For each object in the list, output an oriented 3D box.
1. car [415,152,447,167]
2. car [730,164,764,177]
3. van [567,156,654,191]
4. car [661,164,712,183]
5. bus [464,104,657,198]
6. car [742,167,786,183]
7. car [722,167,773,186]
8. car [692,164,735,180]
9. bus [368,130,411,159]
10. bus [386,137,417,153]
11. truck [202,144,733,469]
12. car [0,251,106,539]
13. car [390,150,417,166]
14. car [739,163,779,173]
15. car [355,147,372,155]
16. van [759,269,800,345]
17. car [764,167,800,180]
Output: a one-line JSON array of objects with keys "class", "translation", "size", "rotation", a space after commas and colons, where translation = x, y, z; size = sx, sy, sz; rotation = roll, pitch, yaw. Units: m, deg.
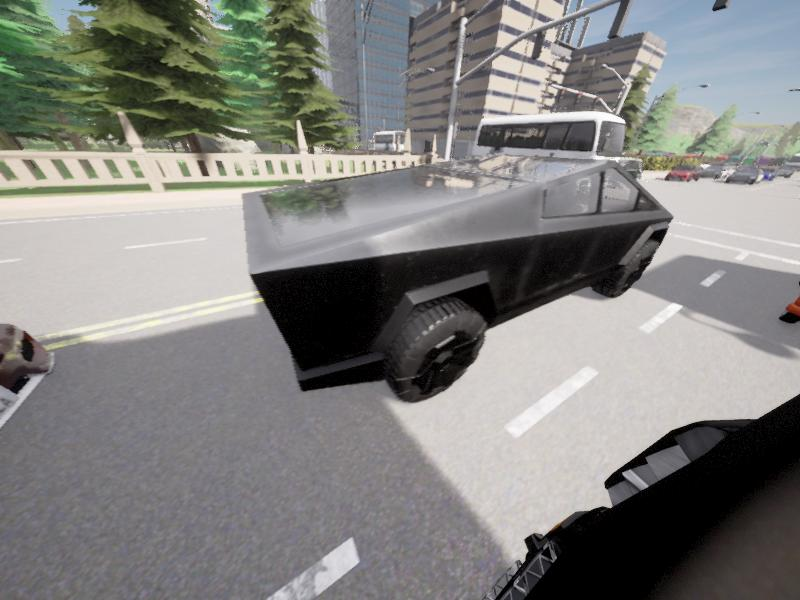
[{"class": "car", "translation": [4.159, -19.430, 31.861], "size": [1.812, 1.442, 4.674], "rotation": [-16, 38, -26]}, {"class": "car", "translation": [57.456, -21.531, 38.270], "size": [4.856, 1.649, 2.033], "rotation": [-16, 38, -26]}, {"class": "van", "translation": [16.096, -9.955, 17.994], "size": [4.442, 1.987, 1.775], "rotation": [25, 40, 30]}, {"class": "car", "translation": [31.429, -13.937, 25.350], "size": [4.514, 1.525, 2.007], "rotation": [-15, 38, -24]}, {"class": "bus", "translation": [10.121, -10.892, 16.962], "size": [3.944, 4.253, 10.273], "rotation": [-16, 38, -25]}, {"class": "car", "translation": [46.167, -15.943, 29.300], "size": [4.514, 1.525, 2.007], "rotation": [-16, 38, -26]}, {"class": "car", "translation": [37.684, -13.473, 25.058], "size": [4.974, 1.542, 2.038], "rotation": [-16, 38, -26]}, {"class": "car", "translation": [40.615, -16.572, 29.886], "size": [4.974, 1.542, 2.038], "rotation": [-16, 38, -26]}, {"class": "bus", "translation": [-2.304, -30.844, 45.962], "size": [3.944, 4.253, 10.273], "rotation": [-16, 38, -26]}, {"class": "bus", "translation": [0.518, -54.373, 81.190], "size": [10.273, 4.253, 3.944], "rotation": [-16, 38, -25]}, {"class": "truck", "translation": [1.514, -0.917, 3.448], "size": [6.274, 2.098, 2.390], "rotation": [-16, 38, -26]}, {"class": "car", "translation": [-4.978, 1.170, 0.338], "size": [5.027, 1.651, 2.152], "rotation": [-16, 38, -26]}, {"class": "car", "translation": [0.414, -19.325, 31.315], "size": [1.851, 1.617, 3.988], "rotation": [-16, 38, -26]}, {"class": "car", "translation": [86.339, -31.868, 55.682], "size": [2.242, 1.667, 4.611], "rotation": [1, 34, -2]}, {"class": "car", "translation": [-8.936, -36.387, 56.297], "size": [2.128, 1.511, 4.902], "rotation": [-16, 38, -26]}, {"class": "van", "translation": [7.897, -0.479, 3.307], "size": [4.442, 1.987, 1.775], "rotation": [-16, 38, -25]}, {"class": "car", "translation": [60.125, -19.977, 36.305], "size": [4.902, 1.511, 2.128], "rotation": [-16, 38, -26]}]
